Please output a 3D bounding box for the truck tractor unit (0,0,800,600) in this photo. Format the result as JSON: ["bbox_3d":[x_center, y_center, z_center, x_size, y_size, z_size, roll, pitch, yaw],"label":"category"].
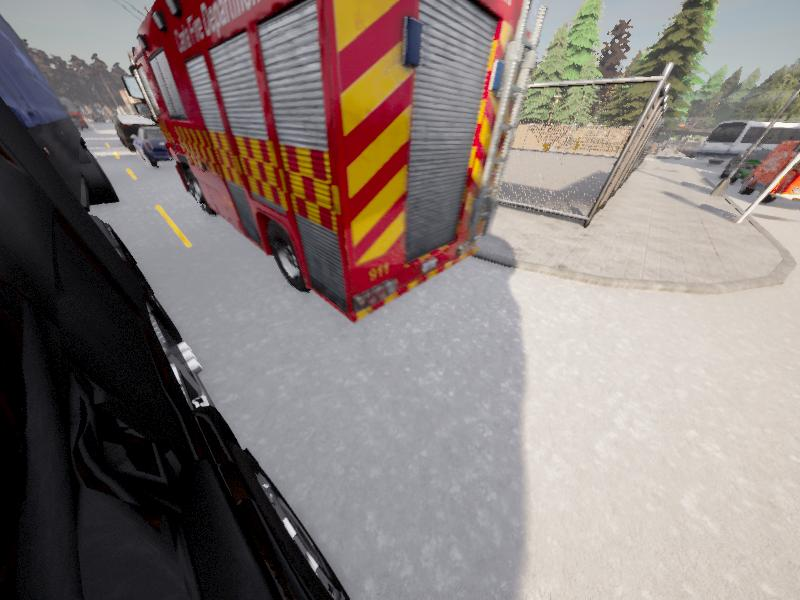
[{"bbox_3d":[-2.645,-0.295,0.351,6.516,4.208,3.053,28,44,30],"label":"truck tractor unit"}]

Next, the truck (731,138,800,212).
[{"bbox_3d":[18.459,-5.685,10.404,2.627,2.467,5.204,31,44,32],"label":"truck"}]

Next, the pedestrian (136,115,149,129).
[{"bbox_3d":[-45.566,-31.444,40.829,0.751,1.860,0.751,-29,47,-35],"label":"pedestrian"}]

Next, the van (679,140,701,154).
[{"bbox_3d":[69.182,-36.596,55.204,1.988,2.561,5.915,31,45,32],"label":"van"}]

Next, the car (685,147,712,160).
[{"bbox_3d":[51.445,-25.394,39.888,1.930,1.638,5.238,31,45,32],"label":"car"}]

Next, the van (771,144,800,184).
[{"bbox_3d":[31.920,-10.437,17.545,1.988,2.561,5.915,31,45,32],"label":"van"}]

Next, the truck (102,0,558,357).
[{"bbox_3d":[-2.439,-3.305,4.712,8.468,3.827,2.891,31,45,32],"label":"truck"}]

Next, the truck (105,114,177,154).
[{"bbox_3d":[-19.554,-12.562,17.378,6.274,2.098,2.390,31,45,32],"label":"truck"}]

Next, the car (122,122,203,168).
[{"bbox_3d":[-13.402,-8.800,13.015,4.553,1.767,2.097,31,45,32],"label":"car"}]

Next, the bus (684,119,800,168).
[{"bbox_3d":[41.721,-18.207,27.087,10.273,4.253,3.944,-1,35,-4],"label":"bus"}]

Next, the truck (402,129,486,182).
[{"bbox_3d":[2.444,-8.003,12.676,2.069,2.038,4.478,31,45,32],"label":"truck"}]

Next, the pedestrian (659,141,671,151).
[{"bbox_3d":[61.629,-35.845,53.729,0.751,1.860,0.751,3,37,0],"label":"pedestrian"}]

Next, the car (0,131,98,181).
[{"bbox_3d":[-15.208,-6.389,10.060,4.181,1.385,1.994,30,45,32],"label":"car"}]

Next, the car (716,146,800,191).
[{"bbox_3d":[24.254,-9.076,15.639,2.150,2.045,5.566,31,45,32],"label":"car"}]

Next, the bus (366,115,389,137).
[{"bbox_3d":[-5.941,-45.123,59.867,3.944,4.253,10.273,-9,39,-12],"label":"bus"}]

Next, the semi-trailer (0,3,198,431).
[{"bbox_3d":[-8.508,-3.737,4.394,14.254,4.402,2.717,30,45,32],"label":"semi-trailer"}]

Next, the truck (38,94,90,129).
[{"bbox_3d":[-52.673,-29.608,36.507,8.468,3.827,2.891,31,45,32],"label":"truck"}]

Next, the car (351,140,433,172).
[{"bbox_3d":[-0.348,-9.535,15.057,2.033,1.415,5.357,31,45,32],"label":"car"}]
